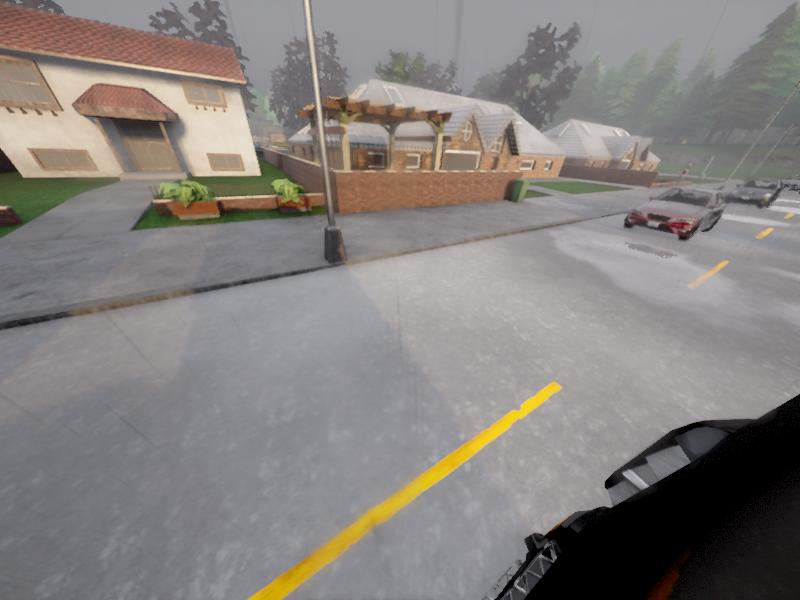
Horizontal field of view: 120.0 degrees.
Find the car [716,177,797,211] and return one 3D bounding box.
[{"bbox_3d":[22.850,-6.892,14.828,3.988,1.617,1.851,-15,38,-26],"label":"car"}]

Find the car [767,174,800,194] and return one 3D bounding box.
[{"bbox_3d":[43.176,-12.779,25.342,4.611,1.667,2.242,-16,38,-27],"label":"car"}]

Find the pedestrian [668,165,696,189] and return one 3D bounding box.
[{"bbox_3d":[26.145,-11.387,21.434,0.751,1.860,0.751,-16,38,-26],"label":"pedestrian"}]

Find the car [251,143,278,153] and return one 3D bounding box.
[{"bbox_3d":[-31.914,-35.930,54.511,5.027,1.651,2.152,-16,38,-26],"label":"car"}]

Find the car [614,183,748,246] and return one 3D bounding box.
[{"bbox_3d":[10.236,-3.277,8.447,4.193,1.474,1.816,-16,38,-26],"label":"car"}]
